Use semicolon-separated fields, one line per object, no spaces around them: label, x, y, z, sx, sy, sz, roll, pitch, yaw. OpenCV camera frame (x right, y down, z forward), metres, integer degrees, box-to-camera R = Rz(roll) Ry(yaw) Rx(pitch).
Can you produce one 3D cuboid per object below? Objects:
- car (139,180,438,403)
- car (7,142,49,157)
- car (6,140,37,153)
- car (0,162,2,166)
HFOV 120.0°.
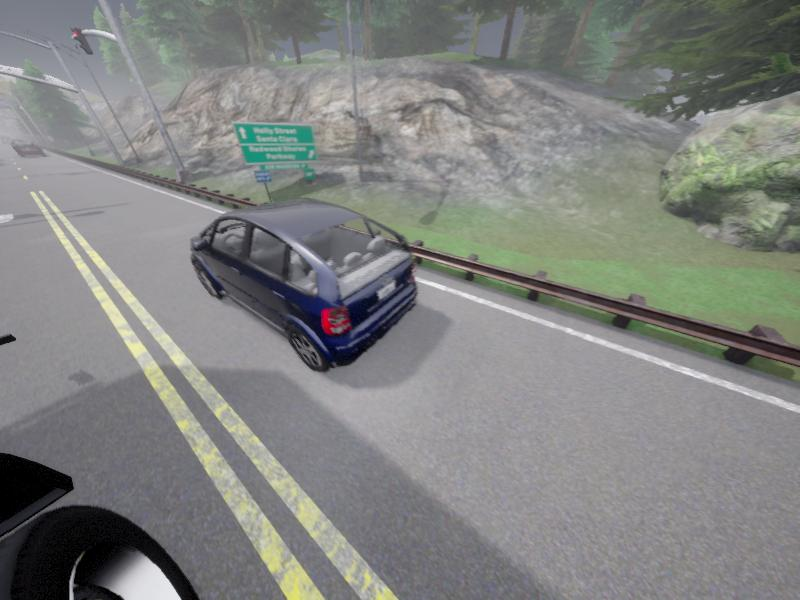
car;-1.599;-0.606;3.403;3.705;1.549;1.789;22;41;27
car;-47.233;-19.159;29.301;4.792;1.488;2.163;22;41;28
car;-58.664;-23.839;35.774;3.988;1.617;1.851;22;41;28
car;-36.858;-12.529;19.883;4.856;1.649;2.033;22;41;28
